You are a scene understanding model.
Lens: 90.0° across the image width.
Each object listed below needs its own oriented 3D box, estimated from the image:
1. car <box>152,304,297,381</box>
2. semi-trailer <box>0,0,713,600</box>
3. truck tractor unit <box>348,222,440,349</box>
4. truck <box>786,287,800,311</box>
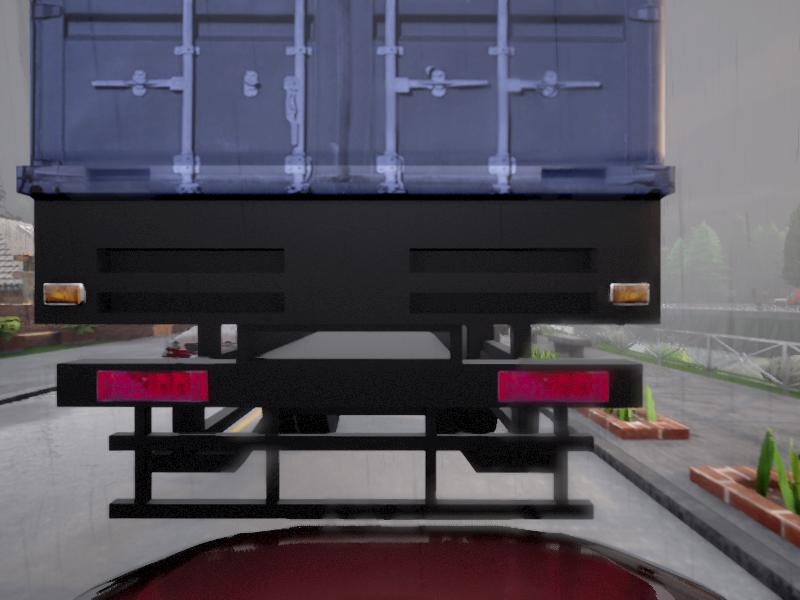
[{"bbox_3d":[-4.001,0.866,9.990,1.816,1.474,4.193,0,0,0],"label":"car"},{"bbox_3d":[-0.197,-0.605,8.601,2.717,4.402,14.254,0,0,0],"label":"semi-trailer"},{"bbox_3d":[-0.161,-0.500,16.513,3.053,4.208,6.516,0,0,1],"label":"truck tractor unit"},{"bbox_3d":[65.273,-0.198,61.860,2.891,3.827,8.468,0,0,0],"label":"truck"}]
